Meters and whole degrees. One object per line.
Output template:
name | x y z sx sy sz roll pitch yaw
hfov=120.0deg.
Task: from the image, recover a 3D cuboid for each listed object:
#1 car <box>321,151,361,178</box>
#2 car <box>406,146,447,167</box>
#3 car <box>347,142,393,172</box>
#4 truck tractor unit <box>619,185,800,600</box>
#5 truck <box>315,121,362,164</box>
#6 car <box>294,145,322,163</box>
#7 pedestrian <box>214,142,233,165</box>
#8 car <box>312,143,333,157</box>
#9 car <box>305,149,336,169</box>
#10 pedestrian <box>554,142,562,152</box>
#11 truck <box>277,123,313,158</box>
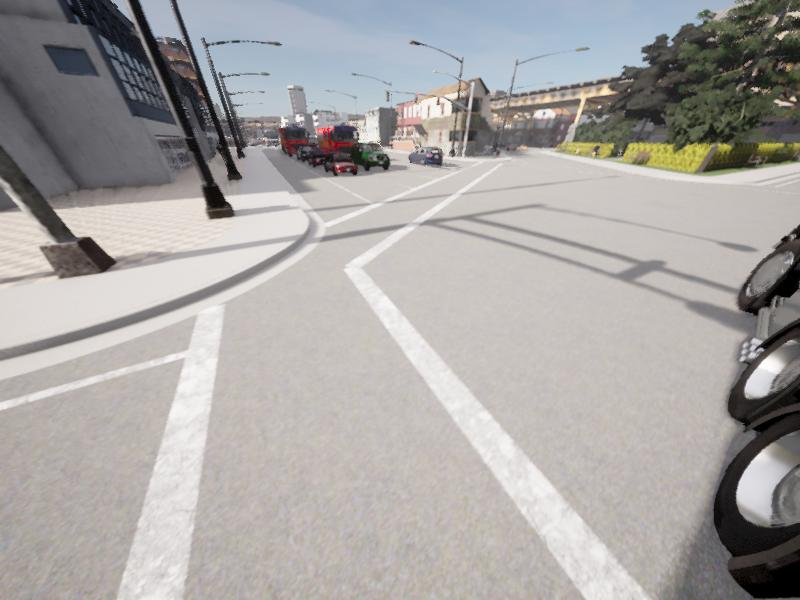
car | -4.745 -10.834 18.301 1.816 1.474 4.193 -17 38 -23
car | 2.713 -15.594 25.001 2.242 1.667 4.611 -17 38 -23
car | -2.862 -13.348 21.414 2.150 2.045 5.566 -17 38 -23
truck tractor unit | 4.970 -0.418 0.963 6.516 4.208 3.053 -24 41 -30
truck | -7.706 -19.374 28.360 2.891 3.827 8.468 -17 39 -23
car | -11.361 -17.997 28.342 2.038 1.542 4.974 -17 39 -23
pedestrian | -16.993 -14.093 22.207 0.751 1.860 0.751 -26 42 -33
car | -11.871 -22.914 35.233 1.812 1.442 4.674 -17 40 -23
car | -8.097 -14.366 23.434 1.994 1.385 4.181 -16 38 -22
pedestrian | 34.735 -33.527 50.658 0.751 1.860 0.751 9 36 13
truck | -15.561 -23.584 34.040 2.891 3.827 8.468 -17 40 -23
